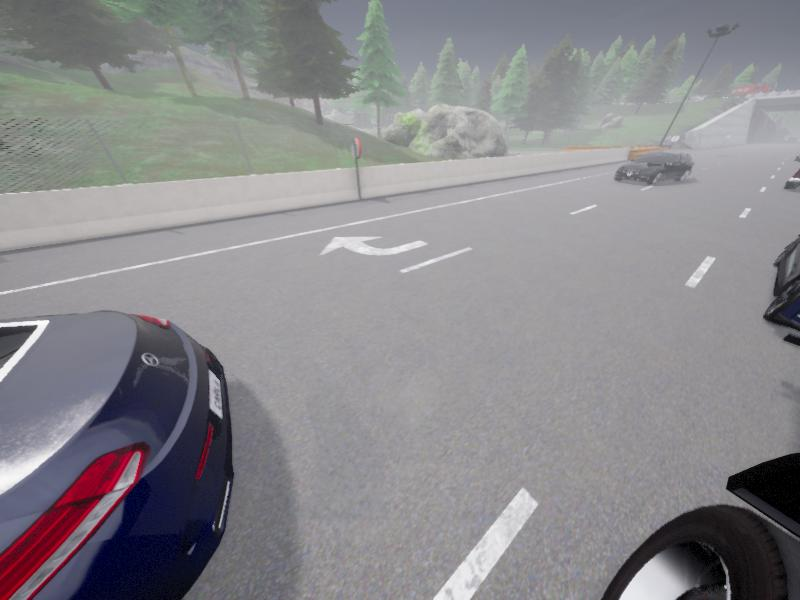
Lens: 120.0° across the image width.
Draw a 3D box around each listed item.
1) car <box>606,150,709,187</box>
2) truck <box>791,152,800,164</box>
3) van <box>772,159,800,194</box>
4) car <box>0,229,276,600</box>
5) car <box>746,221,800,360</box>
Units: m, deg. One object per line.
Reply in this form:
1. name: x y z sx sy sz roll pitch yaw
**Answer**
1. car: 14.678 -7.594 13.212 4.892 1.490 1.837 -14 38 -19
2. truck: 39.972 -14.230 21.517 5.204 2.467 2.627 -22 41 -28
3. van: 20.408 -6.176 10.682 4.480 2.038 2.069 -17 39 -23
4. car: -3.455 1.424 0.512 5.027 1.651 2.152 -22 41 -28
5. car: 7.227 -0.479 3.097 4.856 1.649 2.033 -22 41 -28
